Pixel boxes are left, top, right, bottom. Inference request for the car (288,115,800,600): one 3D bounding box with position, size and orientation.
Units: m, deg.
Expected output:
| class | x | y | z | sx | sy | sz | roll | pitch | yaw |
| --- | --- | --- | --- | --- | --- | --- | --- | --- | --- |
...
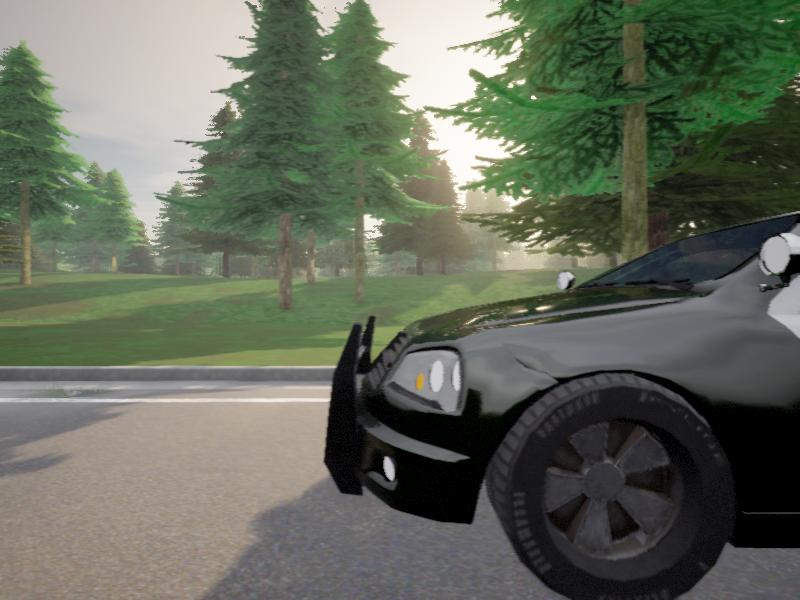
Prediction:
| class | x | y | z | sx | sy | sz | roll | pitch | yaw |
| --- | --- | --- | --- | --- | --- | --- | --- | --- | --- |
| car | 2.157 | 0.226 | 2.201 | 4.974 | 1.542 | 2.038 | 0 | 0 | 0 |
